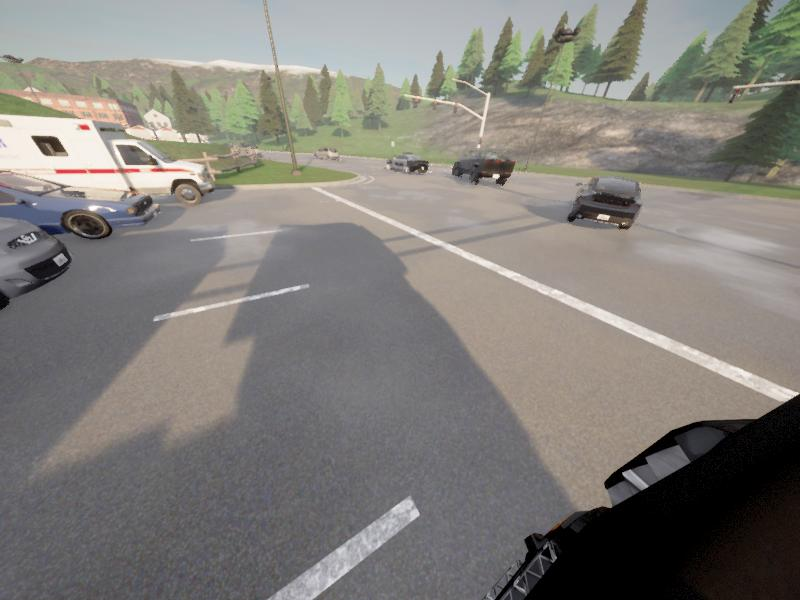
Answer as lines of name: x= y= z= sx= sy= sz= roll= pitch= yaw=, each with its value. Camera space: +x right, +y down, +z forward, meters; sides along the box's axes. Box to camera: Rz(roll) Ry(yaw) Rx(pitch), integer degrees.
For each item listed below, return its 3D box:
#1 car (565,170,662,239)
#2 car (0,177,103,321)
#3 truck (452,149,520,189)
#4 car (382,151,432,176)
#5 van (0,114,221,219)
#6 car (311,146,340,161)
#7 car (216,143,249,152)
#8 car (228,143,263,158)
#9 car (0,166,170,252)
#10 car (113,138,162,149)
car: x=8.012 y=-4.004 z=9.079 sx=1.837 sy=1.490 sz=4.892 roll=23 pitch=39 yaw=26
car: x=-6.980 y=-0.462 z=2.722 sx=3.633 sy=1.501 sz=1.845 roll=-16 pitch=38 yaw=-26
truck: x=6.199 y=-10.335 z=17.886 sx=2.390 sy=2.098 sz=6.274 roll=0 pitch=34 yaw=-6
car: x=0.500 y=-13.154 z=22.130 sx=1.930 sy=1.638 sz=5.238 roll=-18 pitch=39 yaw=-32
van: x=-10.216 y=-4.382 z=7.562 sx=6.366 sy=2.431 sz=2.351 roll=-16 pitch=38 yaw=-26
car: x=-11.033 y=-21.802 z=34.323 sx=3.988 sy=1.617 sz=1.851 roll=23 pitch=38 yaw=27
car: x=-31.660 y=-28.823 z=43.710 sx=4.718 sy=1.301 sz=1.895 roll=6 pitch=34 yaw=4
car: x=-21.797 y=-21.182 z=32.662 sx=3.988 sy=1.617 sz=1.851 roll=15 pitch=36 yaw=18
car: x=-9.097 y=-2.037 z=5.059 sx=5.357 sy=1.411 sz=2.033 roll=-16 pitch=38 yaw=-26
car: x=-45.684 y=-27.271 z=40.347 sx=5.357 sy=1.411 sz=2.033 roll=-5 pitch=34 yaw=-11
